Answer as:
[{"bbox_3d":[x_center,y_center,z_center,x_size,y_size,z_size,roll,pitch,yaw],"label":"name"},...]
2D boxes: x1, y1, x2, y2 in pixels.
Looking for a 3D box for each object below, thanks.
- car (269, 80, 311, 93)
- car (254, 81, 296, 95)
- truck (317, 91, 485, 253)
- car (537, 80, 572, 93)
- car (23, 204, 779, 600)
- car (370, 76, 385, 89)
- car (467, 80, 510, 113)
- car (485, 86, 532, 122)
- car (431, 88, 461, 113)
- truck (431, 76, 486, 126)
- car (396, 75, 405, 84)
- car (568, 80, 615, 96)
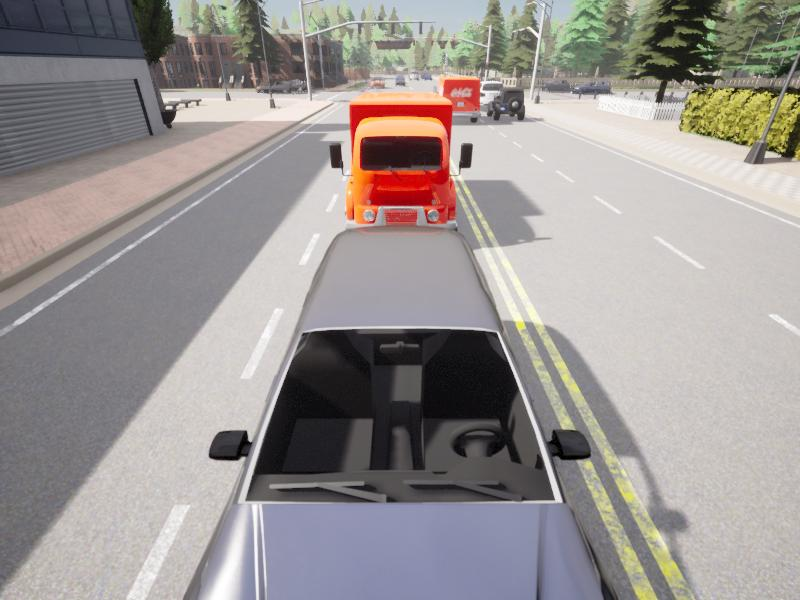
[{"bbox_3d":[-14.535,-28.330,53.074,4.792,1.488,2.163,0,30,0],"label":"car"},{"bbox_3d":[-15.615,-26.551,50.051,4.514,1.525,2.007,0,30,0],"label":"car"},{"bbox_3d":[0.011,-3.255,9.145,2.627,2.467,5.204,0,30,0],"label":"truck"},{"bbox_3d":[20.295,-28.141,52.662,3.633,1.501,1.845,0,30,0],"label":"car"},{"bbox_3d":[0.000,0.767,3.059,2.242,1.667,4.611,0,30,0],"label":"car"},{"bbox_3d":[-3.451,-33.962,62.414,2.097,1.767,4.553,0,30,0],"label":"car"},{"bbox_3d":[7.027,-16.599,32.421,2.150,2.045,5.566,0,30,0],"label":"car"},{"bbox_3d":[7.026,-12.964,26.347,1.905,1.878,3.866,0,30,0],"label":"car"},{"bbox_3d":[3.530,-15.625,31.263,1.845,1.501,3.633,0,30,0],"label":"car"},{"bbox_3d":[3.528,-12.748,25.404,2.627,2.467,5.204,0,30,0],"label":"truck"},{"bbox_3d":[0.062,-44.863,81.333,1.882,1.535,5.008,0,30,0],"label":"car"},{"bbox_3d":[23.676,-26.359,49.643,4.611,1.667,2.242,0,30,0],"label":"car"}]
